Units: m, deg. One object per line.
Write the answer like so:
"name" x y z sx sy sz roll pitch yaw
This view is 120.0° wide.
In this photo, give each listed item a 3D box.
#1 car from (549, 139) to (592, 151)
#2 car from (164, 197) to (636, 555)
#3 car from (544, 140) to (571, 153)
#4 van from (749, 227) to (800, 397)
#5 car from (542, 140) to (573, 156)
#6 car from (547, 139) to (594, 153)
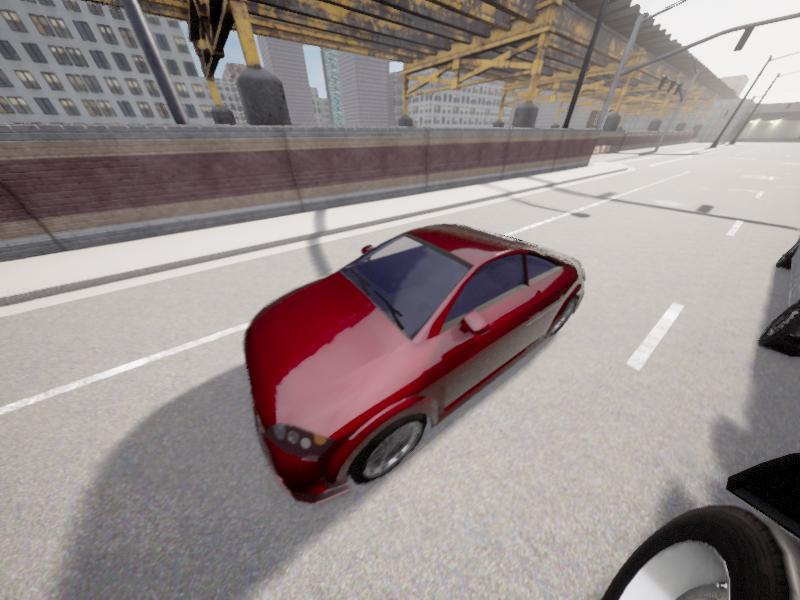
"car" 24.053 -21.974 32.733 4.536 1.218 1.853 -4 36 -5
"car" 0.419 -0.047 2.759 4.181 1.385 1.994 -22 41 -27
"car" 20.187 -19.811 29.757 1.853 1.218 4.536 10 37 15
"van" 6.861 -0.718 2.561 5.915 2.561 1.988 -22 40 -28
"car" 20.172 -19.654 29.808 2.038 1.542 4.974 10 37 15
"car" 24.106 -21.850 32.829 4.974 1.542 2.038 -4 36 -5
